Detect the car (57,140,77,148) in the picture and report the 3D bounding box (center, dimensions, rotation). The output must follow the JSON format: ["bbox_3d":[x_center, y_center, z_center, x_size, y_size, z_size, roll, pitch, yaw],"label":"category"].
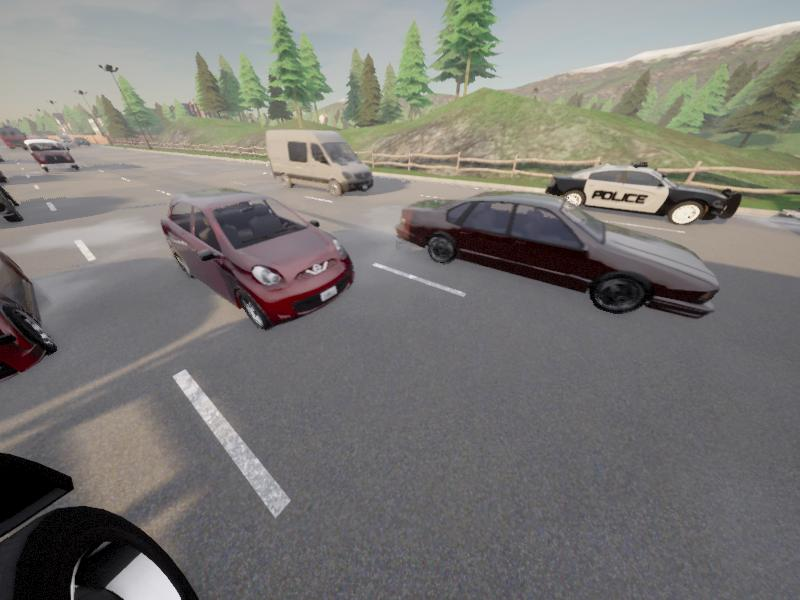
[{"bbox_3d":[-79.158,-37.109,54.947,3.806,1.475,1.970,22,41,28],"label":"car"}]

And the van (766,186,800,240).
[{"bbox_3d":[14.103,-1.936,4.701,6.366,2.431,2.351,22,41,28],"label":"van"}]

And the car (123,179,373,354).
[{"bbox_3d":[-2.497,-0.968,3.962,3.633,1.501,1.845,22,41,28],"label":"car"}]

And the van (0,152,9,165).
[{"bbox_3d":[-41.089,-14.625,22.321,6.366,2.431,2.351,22,41,28],"label":"van"}]

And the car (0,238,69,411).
[{"bbox_3d":[-6.058,0.119,2.552,4.181,1.385,1.994,22,40,28],"label":"car"}]

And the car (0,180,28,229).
[{"bbox_3d":[-14.258,-3.348,7.178,5.027,1.651,2.152,22,41,28],"label":"car"}]

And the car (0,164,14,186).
[{"bbox_3d":[-24.293,-7.383,12.966,4.792,1.488,2.163,22,41,28],"label":"car"}]

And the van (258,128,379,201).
[{"bbox_3d":[-4.045,-6.882,11.500,5.915,2.561,1.988,21,40,27],"label":"van"}]

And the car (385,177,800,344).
[{"bbox_3d":[2.458,-1.348,4.666,5.357,1.411,2.033,22,41,28],"label":"car"}]

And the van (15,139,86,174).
[{"bbox_3d":[-26.906,-11.135,17.804,4.480,2.038,2.069,22,41,28],"label":"van"}]

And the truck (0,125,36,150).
[{"bbox_3d":[-76.711,-32.192,45.835,8.468,3.827,2.891,22,41,28],"label":"truck"}]

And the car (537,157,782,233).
[{"bbox_3d":[8.244,-4.005,8.285,5.238,1.638,1.930,22,41,28],"label":"car"}]
